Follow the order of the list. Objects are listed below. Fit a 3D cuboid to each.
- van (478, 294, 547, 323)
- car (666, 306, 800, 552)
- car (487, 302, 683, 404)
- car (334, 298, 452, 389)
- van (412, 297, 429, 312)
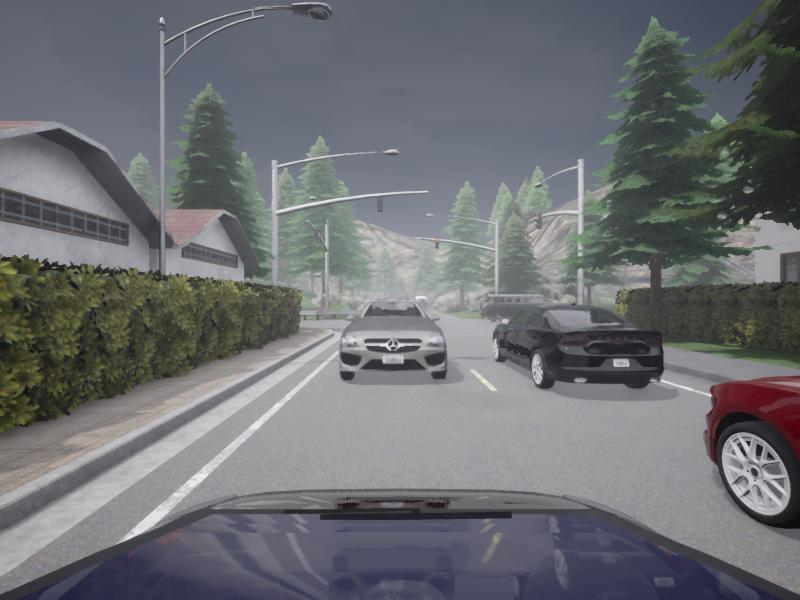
[{"bbox_3d":[7.934,0.585,28.440,4.442,1.987,1.775,0,0,0],"label":"van"},{"bbox_3d":[3.475,0.823,1.271,1.882,1.535,5.008,0,0,-1],"label":"car"},{"bbox_3d":[3.393,0.823,8.653,1.882,1.535,5.008,0,0,-1],"label":"car"},{"bbox_3d":[-0.172,0.780,9.766,2.152,1.651,5.027,0,0,-1],"label":"car"},{"bbox_3d":[2.851,0.571,56.693,2.069,2.038,4.480,0,0,-1],"label":"van"}]
